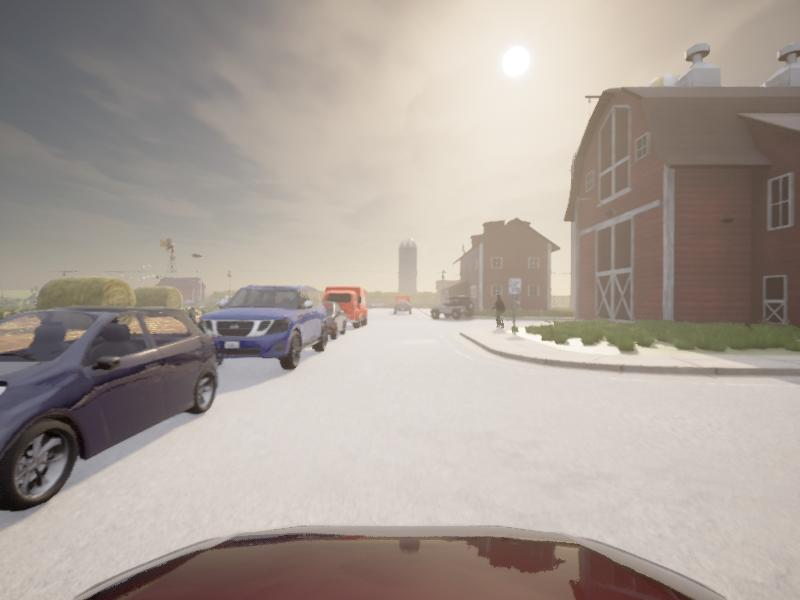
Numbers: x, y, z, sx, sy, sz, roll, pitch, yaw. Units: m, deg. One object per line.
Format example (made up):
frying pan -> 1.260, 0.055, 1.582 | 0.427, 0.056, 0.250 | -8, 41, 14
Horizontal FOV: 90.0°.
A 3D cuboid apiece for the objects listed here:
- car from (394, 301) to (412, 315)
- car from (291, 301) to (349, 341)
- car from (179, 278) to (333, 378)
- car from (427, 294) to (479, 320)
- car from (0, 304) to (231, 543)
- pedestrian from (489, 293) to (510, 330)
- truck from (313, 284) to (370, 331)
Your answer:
car -> 0.349, 0.913, 49.330 | 2.152, 1.651, 5.027 | 0, 0, 0
car -> -3.383, 0.841, 17.625 | 1.789, 1.549, 3.705 | 0, 0, 0
car -> -3.423, 0.578, 10.994 | 2.150, 2.045, 5.566 | 0, 0, 1
car -> 4.399, 0.607, 33.509 | 1.905, 1.878, 3.866 | -7, 3, -42
car -> -3.484, 0.815, 4.215 | 1.845, 1.501, 3.633 | 0, 0, 0
pedestrian -> 5.086, 0.563, 20.493 | 0.751, 1.860, 0.751 | 0, 0, -29
truck -> -3.334, 0.392, 24.155 | 2.627, 2.467, 5.204 | 0, 0, 1
